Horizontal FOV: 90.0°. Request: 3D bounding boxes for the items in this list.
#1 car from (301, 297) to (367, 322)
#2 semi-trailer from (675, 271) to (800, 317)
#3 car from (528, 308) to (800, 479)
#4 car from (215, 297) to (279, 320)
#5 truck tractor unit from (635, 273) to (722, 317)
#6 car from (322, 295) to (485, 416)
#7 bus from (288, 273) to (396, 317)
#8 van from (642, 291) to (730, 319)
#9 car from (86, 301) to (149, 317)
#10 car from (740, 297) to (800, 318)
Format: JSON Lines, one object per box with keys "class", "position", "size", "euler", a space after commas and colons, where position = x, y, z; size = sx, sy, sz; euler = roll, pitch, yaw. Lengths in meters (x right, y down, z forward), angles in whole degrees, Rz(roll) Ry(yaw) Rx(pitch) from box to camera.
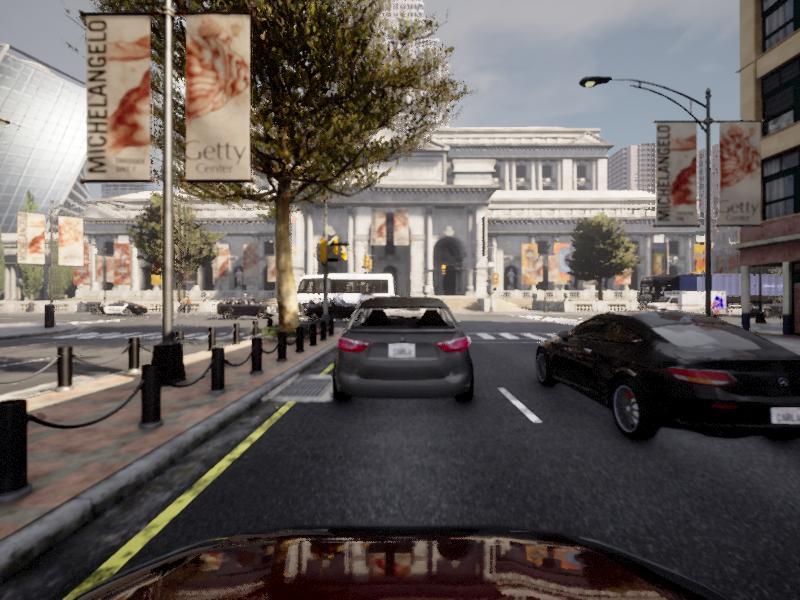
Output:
{"class": "car", "position": [-4.865, 0.688, 29.921], "size": [4.605, 1.855, 1.932], "euler": [0, 0, 1]}
{"class": "semi-trailer", "position": [35.588, -0.569, 40.032], "size": [14.254, 4.402, 2.717], "euler": [0, 0, 0]}
{"class": "car", "position": [3.513, 0.877, 5.899], "size": [1.812, 1.442, 4.674], "euler": [0, 0, 1]}
{"class": "car", "position": [-12.773, 0.689, 33.529], "size": [4.605, 1.855, 1.932], "euler": [1, 0, 1]}
{"class": "truck tractor unit", "position": [27.672, -0.474, 39.986], "size": [6.516, 4.208, 3.053], "euler": [0, 0, 0]}
{"class": "car", "position": [0.073, 0.766, 7.805], "size": [2.242, 1.667, 4.611], "euler": [0, 0, 1]}
{"class": "bus", "position": [-5.628, -0.485, 40.313], "size": [10.273, 4.253, 3.944], "euler": [0, 0, 1]}
{"class": "van", "position": [25.944, 0.423, 36.497], "size": [6.366, 2.431, 2.351], "euler": [0, 0, 1]}
{"class": "car", "position": [-28.673, 0.874, 40.696], "size": [4.974, 1.542, 2.038], "euler": [0, 0, 2]}
{"class": "car", "position": [34.052, 0.697, 36.379], "size": [4.605, 1.855, 1.932], "euler": [0, 0, 1]}
